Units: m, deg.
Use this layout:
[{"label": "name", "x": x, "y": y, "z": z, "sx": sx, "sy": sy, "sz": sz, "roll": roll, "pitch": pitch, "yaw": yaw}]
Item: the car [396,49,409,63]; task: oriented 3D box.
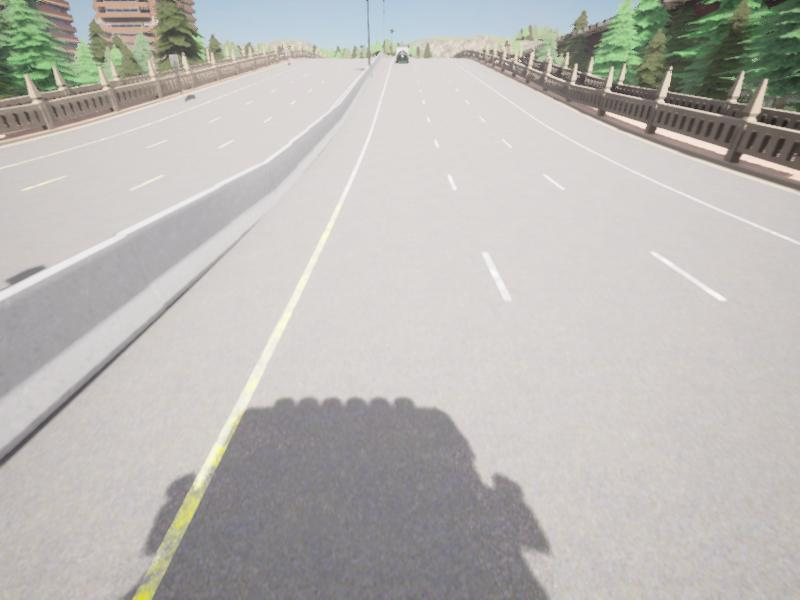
[{"label": "car", "x": 0.416, "y": -40.970, "z": 67.206, "sx": 2.097, "sy": 1.767, "sz": 4.553, "roll": 0, "pitch": 34, "yaw": 0}]
